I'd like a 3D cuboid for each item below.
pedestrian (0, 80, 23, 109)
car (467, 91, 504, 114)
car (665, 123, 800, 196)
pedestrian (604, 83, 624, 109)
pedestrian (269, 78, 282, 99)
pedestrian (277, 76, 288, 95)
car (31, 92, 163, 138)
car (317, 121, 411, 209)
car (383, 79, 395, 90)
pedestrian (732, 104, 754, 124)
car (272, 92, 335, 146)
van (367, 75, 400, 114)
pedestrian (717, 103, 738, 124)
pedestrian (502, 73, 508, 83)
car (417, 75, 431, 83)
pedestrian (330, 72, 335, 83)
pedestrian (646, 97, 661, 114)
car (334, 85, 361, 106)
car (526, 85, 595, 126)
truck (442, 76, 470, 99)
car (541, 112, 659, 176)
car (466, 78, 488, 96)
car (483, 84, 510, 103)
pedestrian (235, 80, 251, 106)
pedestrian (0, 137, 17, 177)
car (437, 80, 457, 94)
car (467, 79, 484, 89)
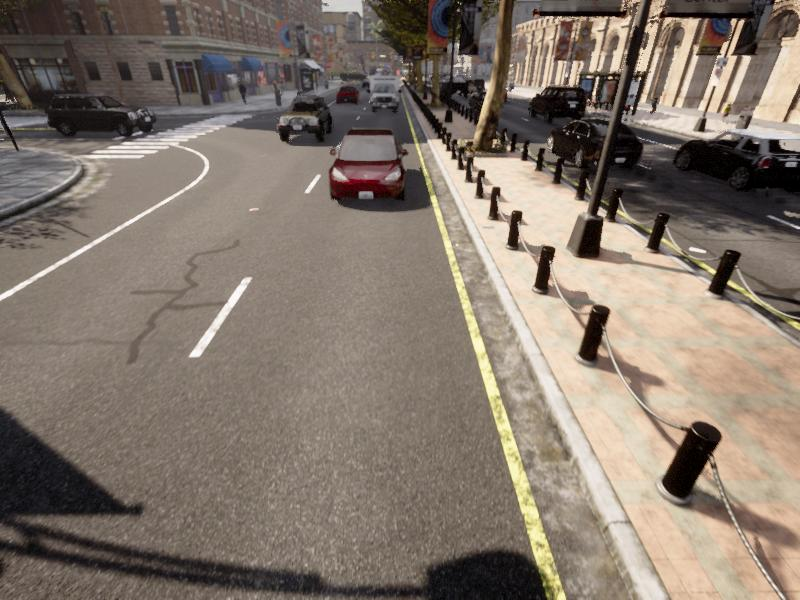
[{"bbox_3d":[-28.861,-15.113,29.423,0.751,1.860,0.751,-2,30,-4],"label":"pedestrian"},{"bbox_3d":[6.795,-15.909,32.128,1.994,1.385,4.181,0,30,-1],"label":"car"},{"bbox_3d":[10.628,-4.508,12.493,1.970,1.475,3.806,0,30,-1],"label":"car"},{"bbox_3d":[17.848,-17.061,33.422,0.751,1.860,0.751,-1,30,-2],"label":"pedestrian"},{"bbox_3d":[-12.423,-21.069,39.882,0.751,1.860,0.751,2,30,2],"label":"pedestrian"},{"bbox_3d":[-13.369,-24.370,45.536,0.751,1.860,0.751,-1,30,-2],"label":"pedestrian"},{"bbox_3d":[-14.765,-9.170,19.746,4.605,1.855,1.932,1,30,2],"label":"car"},{"bbox_3d":[-0.862,-4.114,11.653,2.163,1.488,4.792,0,30,-1],"label":"car"},{"bbox_3d":[-1.723,-33.805,62.666,1.812,1.442,4.674,0,30,-1],"label":"car"},{"bbox_3d":[20.971,-11.380,24.464,0.500,1.100,0.500,-11,32,-18],"label":"pedestrian"},{"bbox_3d":[-4.488,-8.864,19.360,1.932,1.855,4.605,0,30,-1],"label":"car"},{"bbox_3d":[-1.207,-16.496,31.971,2.351,2.431,6.366,0,30,-1],"label":"van"},{"bbox_3d":[20.228,-11.540,24.728,0.500,1.100,0.500,2,30,2],"label":"pedestrian"},{"bbox_3d":[22.965,-48.583,87.628,0.751,1.860,0.751,-1,30,-3],"label":"pedestrian"},{"bbox_3d":[5.346,-49.233,89.260,1.812,1.442,4.674,-7,31,-13],"label":"car"},{"bbox_3d":[-13.476,-44.307,79.775,0.751,1.860,0.751,0,30,-2],"label":"pedestrian"},{"bbox_3d":[18.723,-14.365,29.559,0.500,1.100,0.500,-2,30,-5],"label":"pedestrian"},{"bbox_3d":[-4.813,-19.152,37.367,1.882,1.535,5.008,0,30,-1],"label":"car"},{"bbox_3d":[10.396,-13.013,26.529,2.150,2.045,5.566,0,30,-1],"label":"car"},{"bbox_3d":[6.536,-25.232,47.409,2.390,2.098,6.274,0,30,-1],"label":"truck"},{"bbox_3d":[7.085,-5.945,14.892,1.837,1.490,4.892,0,30,-1],"label":"car"},{"bbox_3d":[9.960,-27.710,51.934,1.905,1.878,3.866,0,30,-1],"label":"car"},{"bbox_3d":[10.124,-21.829,42.158,1.789,1.549,3.705,0,30,-1],"label":"car"},{"bbox_3d":[-13.038,-17.247,33.308,0.751,1.860,0.751,-2,30,-5],"label":"pedestrian"},{"bbox_3d":[-12.151,-4.541,11.499,0.751,1.860,0.751,0,30,-1],"label":"pedestrian"},{"bbox_3d":[6.404,-29.411,55.233,2.128,1.511,4.902,0,30,-1],"label":"car"},{"bbox_3d":[12.927,-37.115,68.694,1.895,1.301,4.718,0,30,-1],"label":"car"}]
